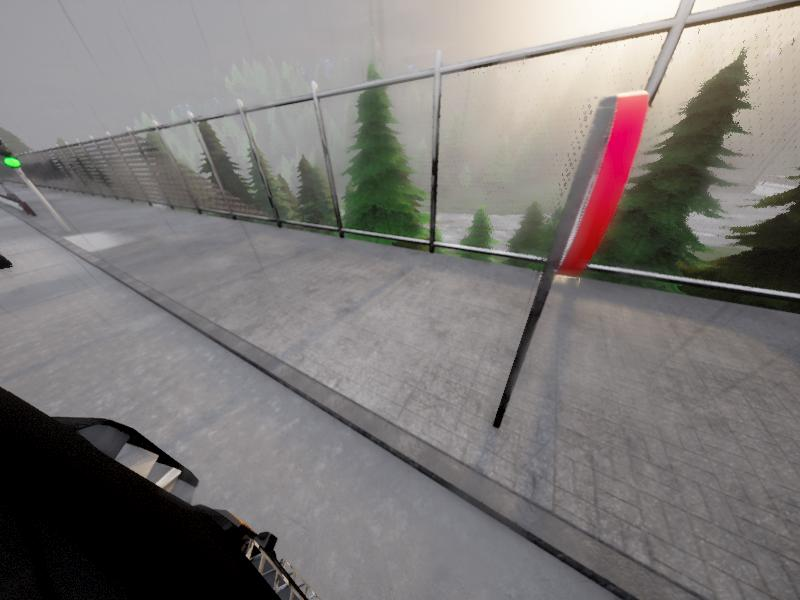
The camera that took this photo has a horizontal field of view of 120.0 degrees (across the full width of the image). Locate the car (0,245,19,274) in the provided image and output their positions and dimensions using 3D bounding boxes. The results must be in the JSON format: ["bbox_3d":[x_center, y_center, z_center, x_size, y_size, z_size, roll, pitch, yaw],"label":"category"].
[{"bbox_3d":[-12.259,-1.546,5.660,4.553,1.767,2.097,16,38,26],"label":"car"}]
